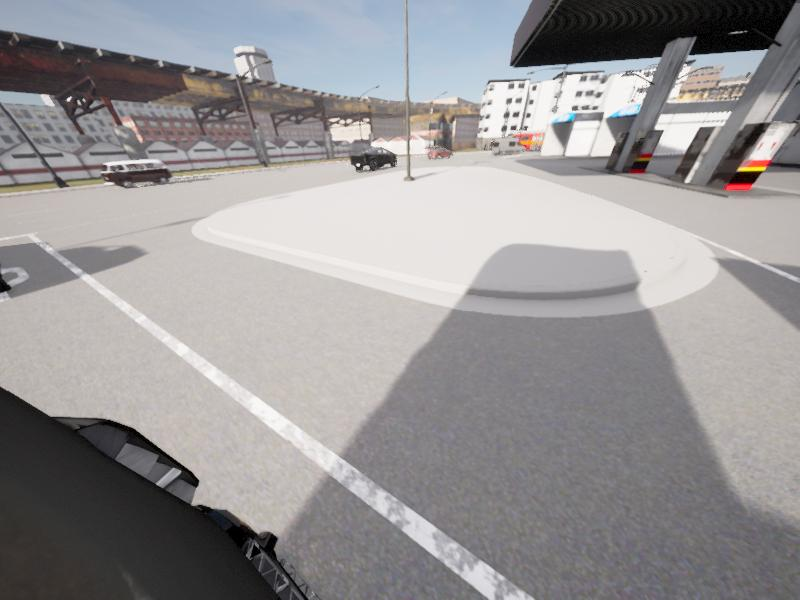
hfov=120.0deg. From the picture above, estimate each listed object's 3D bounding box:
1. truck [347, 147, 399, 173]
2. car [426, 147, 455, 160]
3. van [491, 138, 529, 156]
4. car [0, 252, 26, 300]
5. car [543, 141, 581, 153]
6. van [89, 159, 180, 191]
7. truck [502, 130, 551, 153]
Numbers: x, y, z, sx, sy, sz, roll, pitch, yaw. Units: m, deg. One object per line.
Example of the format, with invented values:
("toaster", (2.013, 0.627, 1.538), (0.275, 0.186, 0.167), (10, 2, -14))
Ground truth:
("truck", (-2.805, -15.942, 26.133), (2.390, 2.098, 6.274), (17, 38, 26))
("car", (7.150, -25.810, 40.675), (5.027, 1.651, 2.152), (-25, 39, -29))
("van", (19.849, -27.694, 41.789), (5.915, 2.561, 1.988), (-11, 34, -12))
("car", (-9.540, -0.782, 4.367), (3.633, 1.501, 1.845), (17, 38, 27))
("car", (29.751, -28.154, 42.600), (5.238, 1.638, 1.930), (-2, 34, 1))
("van", (-23.225, -11.193, 20.486), (2.069, 2.038, 4.480), (16, 38, 26))
("truck", (27.708, -34.941, 50.953), (8.468, 3.827, 2.891), (-2, 33, 1))
